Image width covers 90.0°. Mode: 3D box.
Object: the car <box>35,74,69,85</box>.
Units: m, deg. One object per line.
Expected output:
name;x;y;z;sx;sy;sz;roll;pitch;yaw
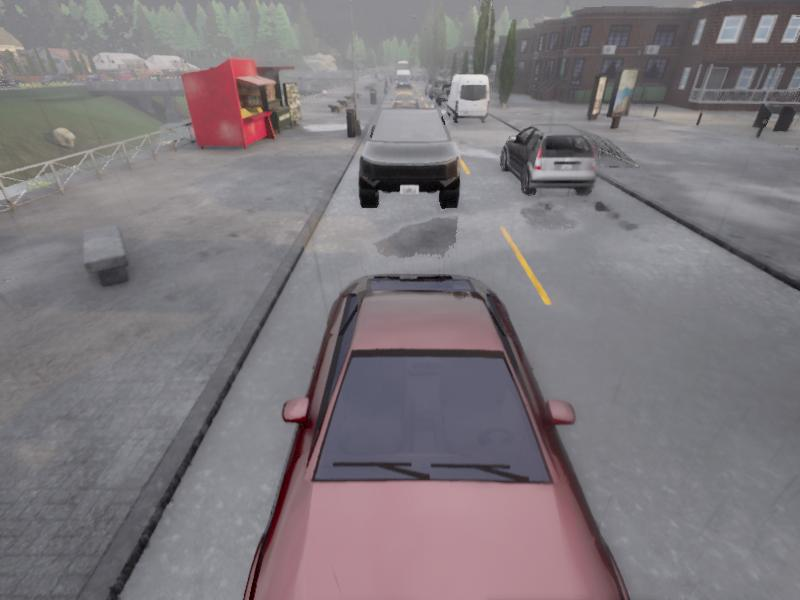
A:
car;-65.090;-41.301;74.917;2.033;1.649;4.856;0;30;0

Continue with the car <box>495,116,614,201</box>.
car;4.210;-4.273;11.716;1.851;1.617;3.988;0;30;0

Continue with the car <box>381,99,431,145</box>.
car;0.295;-8.801;19.549;2.128;1.511;4.902;0;30;1

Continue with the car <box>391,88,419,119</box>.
car;0.310;-13.988;28.344;1.801;1.575;5.366;0;30;0

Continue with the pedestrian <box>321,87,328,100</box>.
pedestrian;-7.410;-20.178;39.170;0.500;1.100;0.500;-11;32;-18

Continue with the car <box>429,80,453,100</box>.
car;4.260;-22.229;42.348;2.242;1.667;4.611;1;30;1

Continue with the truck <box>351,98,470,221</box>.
truck;0.249;-4.291;11.254;2.390;2.098;6.274;0;30;1

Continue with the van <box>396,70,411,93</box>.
van;0.457;-29.150;53.274;1.988;2.561;5.915;0;30;0

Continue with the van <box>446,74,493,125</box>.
van;4.278;-13.031;25.765;1.988;2.561;5.915;0;30;0

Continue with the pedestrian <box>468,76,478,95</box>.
pedestrian;8.619;-25.254;47.081;0.751;1.860;0.751;-7;31;-13

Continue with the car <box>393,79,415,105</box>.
car;0.367;-19.777;37.943;1.932;1.855;4.605;0;31;0

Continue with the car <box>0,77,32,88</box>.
car;-61.163;-34.624;63.583;1.845;1.501;3.633;0;30;0

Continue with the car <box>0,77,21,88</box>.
car;-65.151;-35.777;65.726;1.970;1.475;3.806;0;30;0

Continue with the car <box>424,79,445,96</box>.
car;4.134;-26.055;48.890;2.242;1.667;4.611;0;30;0

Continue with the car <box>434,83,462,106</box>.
car;4.347;-18.919;36.733;2.033;1.649;4.856;0;30;0

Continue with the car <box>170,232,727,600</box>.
car;0.189;0.867;3.163;1.994;1.385;4.181;0;30;0
